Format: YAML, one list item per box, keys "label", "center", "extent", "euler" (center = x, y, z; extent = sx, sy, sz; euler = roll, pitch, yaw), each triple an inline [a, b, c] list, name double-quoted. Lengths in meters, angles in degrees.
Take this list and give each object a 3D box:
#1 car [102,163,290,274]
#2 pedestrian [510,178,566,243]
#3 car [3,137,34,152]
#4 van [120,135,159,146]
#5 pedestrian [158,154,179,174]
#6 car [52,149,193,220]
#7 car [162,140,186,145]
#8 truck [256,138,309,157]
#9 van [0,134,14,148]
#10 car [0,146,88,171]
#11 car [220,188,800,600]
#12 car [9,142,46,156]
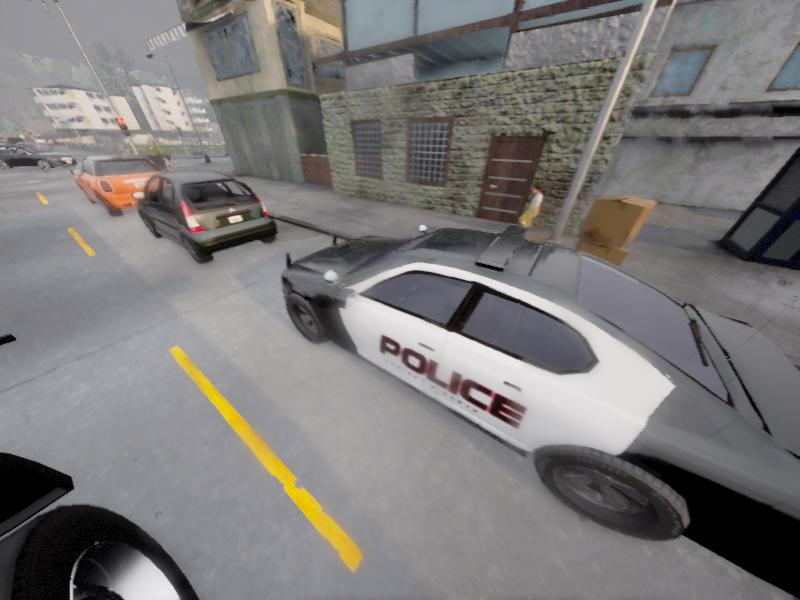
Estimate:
- label: "car"
  center: [-4.974, -2.281, 5.709]
  extent: [3.988, 1.617, 1.851]
  euler: [22, 40, 27]
- label: "pedestrian"
  center: [3.417, -2.243, 5.778]
  extent: [0.751, 1.300, 0.751]
  euler: [22, 40, 27]
- label: "car"
  center: [-63.553, -25.957, 38.521]
  extent: [3.866, 1.878, 1.905]
  euler: [22, 40, 28]
- label: "van"
  center: [-71.463, -43.878, 63.425]
  extent: [2.351, 2.431, 6.366]
  euler: [22, 41, 28]
- label: "pedestrian"
  center: [-15.764, -9.276, 15.756]
  extent: [0.500, 1.100, 0.500]
  euler: [-18, 39, -24]
- label: "car"
  center: [-10.390, -4.533, 8.692]
  extent: [4.553, 1.767, 2.097]
  euler: [22, 41, 28]
- label: "car"
  center: [-67.250, -46.904, 68.745]
  extent: [1.895, 1.301, 4.718]
  euler: [22, 41, 28]
- label: "truck"
  center: [-16.905, -22.393, 33.724]
  extent: [2.390, 2.098, 6.274]
  euler: [22, 40, 28]
- label: "van"
  center: [-86.321, -33.574, 48.653]
  extent: [6.366, 2.431, 2.351]
  euler: [9, 37, 11]
- label: "car"
  center: [-29.011, -11.220, 18.256]
  extent: [4.902, 1.511, 2.128]
  euler: [-2, 36, -3]
- label: "car"
  center: [0.577, -0.016, 2.612]
  extent: [4.974, 1.542, 2.038]
  euler: [22, 40, 27]
- label: "car"
  center: [-51.698, -20.988, 32.033]
  extent: [4.181, 1.385, 1.994]
  euler: [21, 40, 26]
